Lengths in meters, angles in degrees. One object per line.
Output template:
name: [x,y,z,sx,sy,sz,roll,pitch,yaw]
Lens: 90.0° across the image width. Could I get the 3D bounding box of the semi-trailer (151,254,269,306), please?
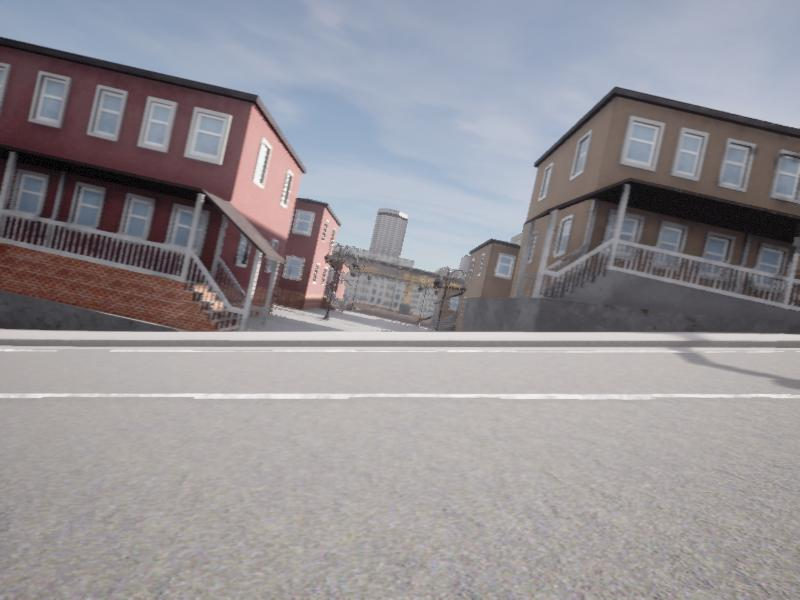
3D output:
semi-trailer: [-26.183,-2.698,56.141,14.254,4.402,2.717,11,0,-17]
